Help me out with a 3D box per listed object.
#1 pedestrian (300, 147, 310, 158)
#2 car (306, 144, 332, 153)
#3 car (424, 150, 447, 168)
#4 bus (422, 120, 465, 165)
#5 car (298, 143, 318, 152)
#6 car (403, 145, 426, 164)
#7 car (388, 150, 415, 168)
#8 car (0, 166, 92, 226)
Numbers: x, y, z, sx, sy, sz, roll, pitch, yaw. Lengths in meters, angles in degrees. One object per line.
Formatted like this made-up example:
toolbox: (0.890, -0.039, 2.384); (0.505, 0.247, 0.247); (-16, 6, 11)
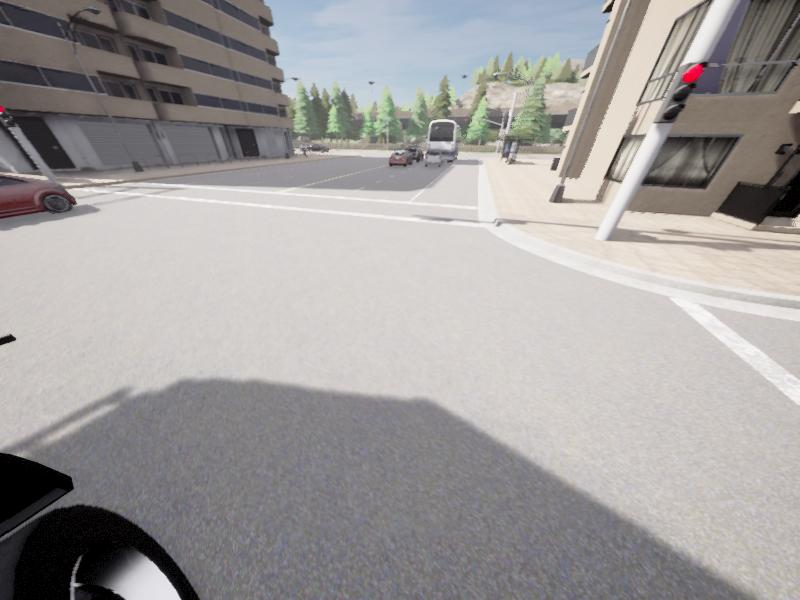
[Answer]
pedestrian: (-13.245, -20.529, 32.119); (0.751, 1.300, 0.751); (10, 36, 13)
car: (-17.183, -32.315, 49.190); (4.892, 1.490, 1.837); (10, 36, 13)
car: (3.885, -15.385, 25.098); (1.845, 1.501, 3.633); (10, 36, 13)
bus: (5.984, -20.887, 30.726); (3.944, 4.253, 10.273); (10, 35, 13)
car: (-21.110, -35.083, 53.093); (3.633, 1.501, 1.845); (10, 36, 13)
car: (1.886, -18.815, 29.729); (1.932, 1.855, 4.605); (10, 36, 13)
car: (0.227, -15.383, 25.068); (1.970, 1.475, 3.806); (10, 36, 13)
car: (-13.302, -3.056, 7.001); (1.994, 1.385, 4.181); (10, 36, 13)
